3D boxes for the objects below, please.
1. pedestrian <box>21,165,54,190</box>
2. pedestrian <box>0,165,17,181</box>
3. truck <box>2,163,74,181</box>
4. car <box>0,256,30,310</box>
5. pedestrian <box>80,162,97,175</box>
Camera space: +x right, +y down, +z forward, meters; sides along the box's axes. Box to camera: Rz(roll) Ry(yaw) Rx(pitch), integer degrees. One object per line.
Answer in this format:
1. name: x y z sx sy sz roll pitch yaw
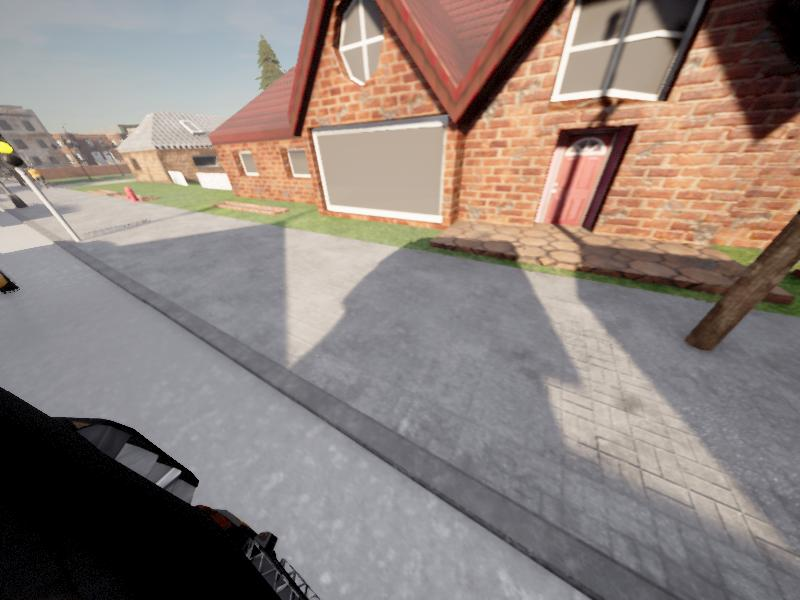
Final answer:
1. pedestrian: -32.070 -10.871 20.479 0.751 1.860 0.751 21 40 31
2. pedestrian: -56.124 -18.059 32.875 0.751 1.860 0.751 19 39 29
3. truck: -62.914 -22.455 40.362 2.390 2.098 6.274 16 38 26
4. car: -9.643 -0.788 4.350 5.008 1.535 1.882 16 38 26
5. pedestrian: -50.786 -21.462 37.650 0.751 1.860 0.751 13 37 22
